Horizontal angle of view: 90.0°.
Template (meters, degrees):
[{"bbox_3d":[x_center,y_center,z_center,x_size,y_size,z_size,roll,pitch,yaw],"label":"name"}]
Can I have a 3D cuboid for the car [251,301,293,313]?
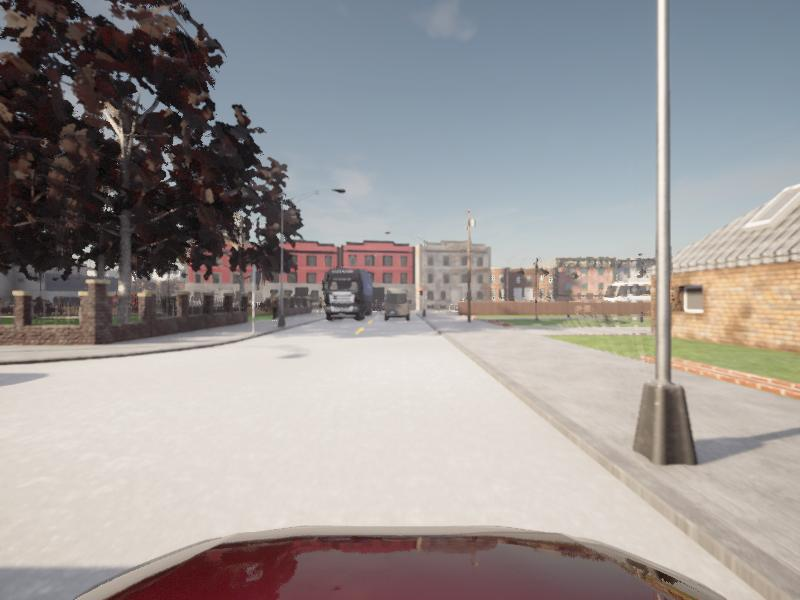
[{"bbox_3d":[-16.728,0.877,52.451,5.008,1.535,1.882,0,0,0],"label":"car"}]

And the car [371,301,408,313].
[{"bbox_3d":[-1.364,0.925,52.528,4.674,1.442,1.812,0,0,0],"label":"car"}]

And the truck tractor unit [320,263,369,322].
[{"bbox_3d":[-4.199,-0.489,31.763,3.053,4.208,6.516,0,0,-1],"label":"truck tractor unit"}]

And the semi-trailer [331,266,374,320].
[{"bbox_3d":[-4.325,-0.576,39.674,2.717,4.402,14.254,0,0,-1],"label":"semi-trailer"}]

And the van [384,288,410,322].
[{"bbox_3d":[-0.206,0.356,32.800,1.988,2.561,5.915,0,0,1],"label":"van"}]

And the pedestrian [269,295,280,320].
[{"bbox_3d":[-9.366,0.564,29.947,0.751,1.860,0.751,0,0,-13],"label":"pedestrian"}]

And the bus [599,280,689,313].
[{"bbox_3d":[34.312,-0.482,56.562,10.273,4.253,3.944,-1,0,0],"label":"bus"}]

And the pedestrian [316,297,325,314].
[{"bbox_3d":[-8.441,0.578,42.476,0.751,1.860,0.751,0,0,15],"label":"pedestrian"}]
